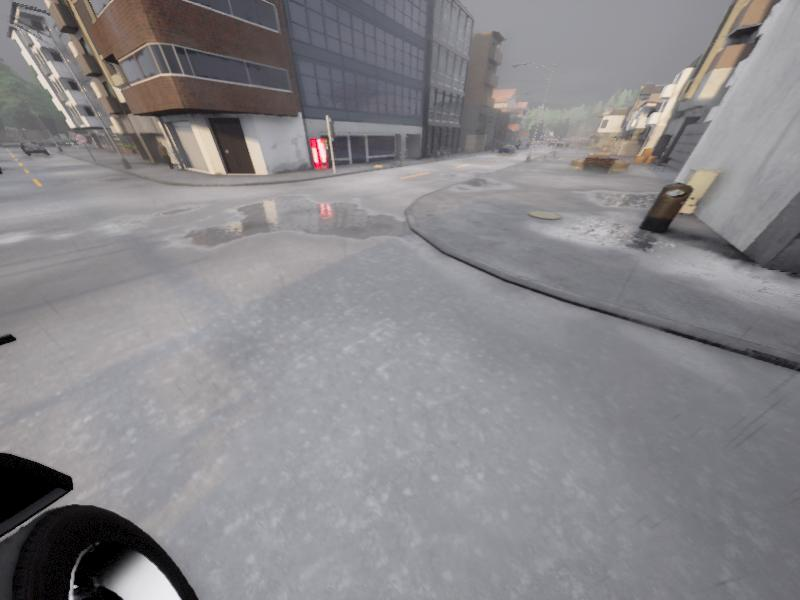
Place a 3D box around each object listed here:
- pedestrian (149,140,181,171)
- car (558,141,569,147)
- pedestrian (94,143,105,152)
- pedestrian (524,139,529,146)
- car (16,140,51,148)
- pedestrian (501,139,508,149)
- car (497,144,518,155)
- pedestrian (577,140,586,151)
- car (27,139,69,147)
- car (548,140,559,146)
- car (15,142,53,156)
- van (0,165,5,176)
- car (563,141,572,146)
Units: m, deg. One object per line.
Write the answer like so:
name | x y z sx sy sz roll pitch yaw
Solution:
pedestrian | -16.946 -10.462 16.713 0.751 1.860 0.751 22 41 28
car | 48.906 -46.598 68.992 1.801 1.575 5.366 22 41 28
pedestrian | -45.738 -23.161 35.135 0.500 1.100 0.500 -27 43 -33
pedestrian | 38.722 -48.014 70.437 0.751 1.860 0.751 21 40 26
car | -75.260 -32.174 47.587 1.994 1.385 4.181 -16 38 -21
pedestrian | 23.037 -34.344 50.929 0.751 1.860 0.751 -28 44 -34
car | 17.923 -25.076 38.465 1.895 1.301 4.718 22 41 28
pedestrian | 36.544 -31.160 46.544 0.751 1.860 0.751 21 40 26
car | -79.076 -35.358 51.997 1.812 1.442 4.674 12 37 16
car | 52.135 -53.300 78.463 1.930 1.638 5.238 22 41 28
car | -49.168 -20.305 30.995 5.357 1.411 2.033 22 41 28
van | -29.595 -9.968 15.544 5.915 2.561 1.988 22 41 28
car | 56.781 -53.007 78.261 1.812 1.442 4.674 22 41 28
